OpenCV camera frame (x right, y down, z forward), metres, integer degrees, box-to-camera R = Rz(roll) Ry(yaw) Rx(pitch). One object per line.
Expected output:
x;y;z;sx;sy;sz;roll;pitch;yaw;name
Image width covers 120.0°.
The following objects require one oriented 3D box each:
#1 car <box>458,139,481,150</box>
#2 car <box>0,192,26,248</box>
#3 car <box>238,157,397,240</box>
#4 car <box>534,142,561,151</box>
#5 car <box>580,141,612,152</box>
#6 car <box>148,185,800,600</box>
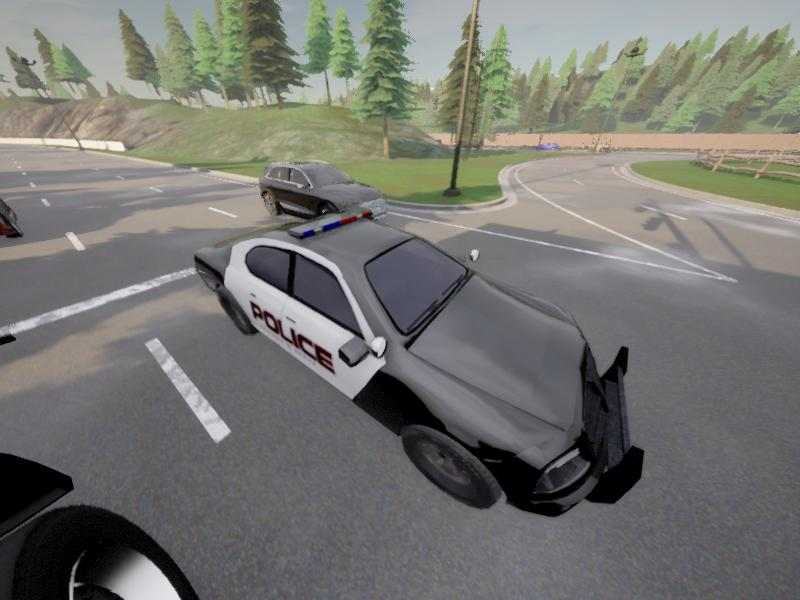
16.182;-36.239;53.822;4.605;1.855;1.932;23;41;27;car
-11.845;-2.277;5.849;4.181;1.385;1.994;23;41;29;car
-2.669;-3.535;7.490;4.856;1.649;2.033;22;40;28;car
32.813;-34.248;51.502;4.514;1.525;2.007;22;41;28;car
40.068;-31.484;47.277;4.605;1.855;1.932;22;41;28;car
-0.362;-0.094;2.708;4.974;1.542;2.038;22;41;28;car
